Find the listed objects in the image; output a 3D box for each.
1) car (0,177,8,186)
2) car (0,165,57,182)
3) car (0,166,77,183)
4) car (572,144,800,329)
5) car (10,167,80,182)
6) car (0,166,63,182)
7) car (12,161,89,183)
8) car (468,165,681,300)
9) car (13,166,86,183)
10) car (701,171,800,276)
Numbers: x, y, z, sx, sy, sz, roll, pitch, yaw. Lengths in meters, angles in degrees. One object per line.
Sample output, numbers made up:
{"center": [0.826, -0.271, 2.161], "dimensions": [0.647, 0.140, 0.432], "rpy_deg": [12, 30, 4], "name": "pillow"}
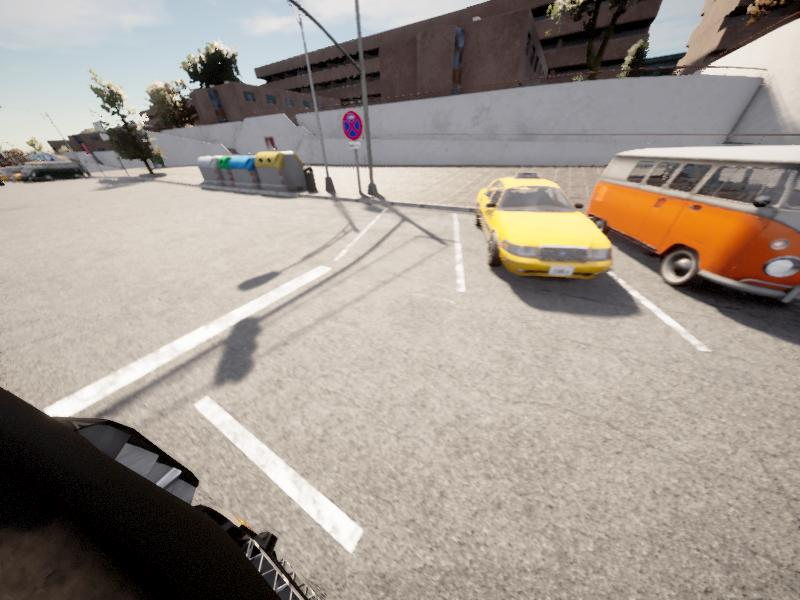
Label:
{"center": [-43.095, -12.595, 23.897], "dimensions": [3.633, 1.501, 1.845], "rpy_deg": [15, 37, 26], "name": "car"}
{"center": [-60.285, -20.548, 37.452], "dimensions": [1.878, 1.987, 4.442], "rpy_deg": [3, 33, 10], "name": "car"}
{"center": [-49.993, -17.543, 32.202], "dimensions": [1.946, 1.575, 5.366], "rpy_deg": [3, 33, 10], "name": "car"}
{"center": [5.548, -1.652, 4.257], "dimensions": [1.878, 1.987, 4.442], "rpy_deg": [4, 34, 9], "name": "car"}
{"center": [-47.385, -16.912, 31.052], "dimensions": [2.002, 1.452, 4.674], "rpy_deg": [3, 33, 10], "name": "car"}
{"center": [-57.682, -19.848, 36.300], "dimensions": [2.185, 1.767, 4.553], "rpy_deg": [3, 33, 10], "name": "car"}
{"center": [-42.270, -15.683, 28.155], "dimensions": [1.878, 1.987, 4.442], "rpy_deg": [3, 33, 10], "name": "car"}
{"center": [2.963, -2.183, 5.614], "dimensions": [1.946, 1.575, 5.366], "rpy_deg": [4, 34, 9], "name": "car"}
{"center": [-44.819, -16.215, 29.721], "dimensions": [2.002, 1.452, 4.674], "rpy_deg": [3, 33, 10], "name": "car"}
{"center": [8.155, -0.763, 3.225], "dimensions": [2.163, 1.488, 4.792], "rpy_deg": [4, 33, 9], "name": "car"}
